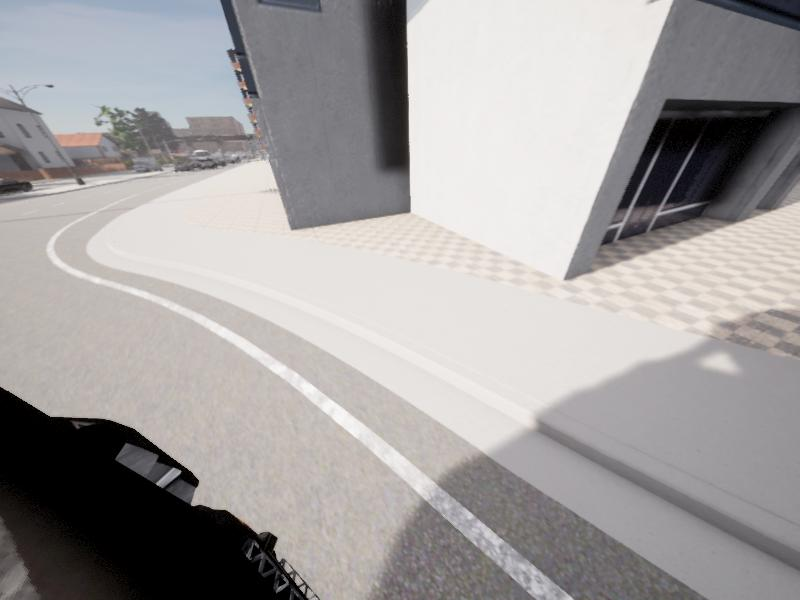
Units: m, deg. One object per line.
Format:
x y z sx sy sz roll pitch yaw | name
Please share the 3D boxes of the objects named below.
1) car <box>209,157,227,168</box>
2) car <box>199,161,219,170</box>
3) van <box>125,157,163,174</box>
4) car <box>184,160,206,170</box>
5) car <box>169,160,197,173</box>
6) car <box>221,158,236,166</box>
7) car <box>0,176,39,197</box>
-40.804 -30.968 51.936 2.097 1.767 4.553 -16 36 -19 | car
-36.743 -25.960 44.558 1.895 1.301 4.718 -16 36 -19 | car
-49.675 -26.306 45.077 2.351 2.431 6.366 -16 36 -19 | van
-42.429 -28.122 47.982 2.038 1.542 4.974 -16 36 -19 | car
-39.110 -24.217 41.799 2.242 1.667 4.611 -16 36 -19 | car
-46.421 -37.456 62.500 2.152 1.651 5.027 -16 36 -19 | car
-36.473 -10.180 20.913 1.895 1.301 4.718 -16 36 -18 | car
